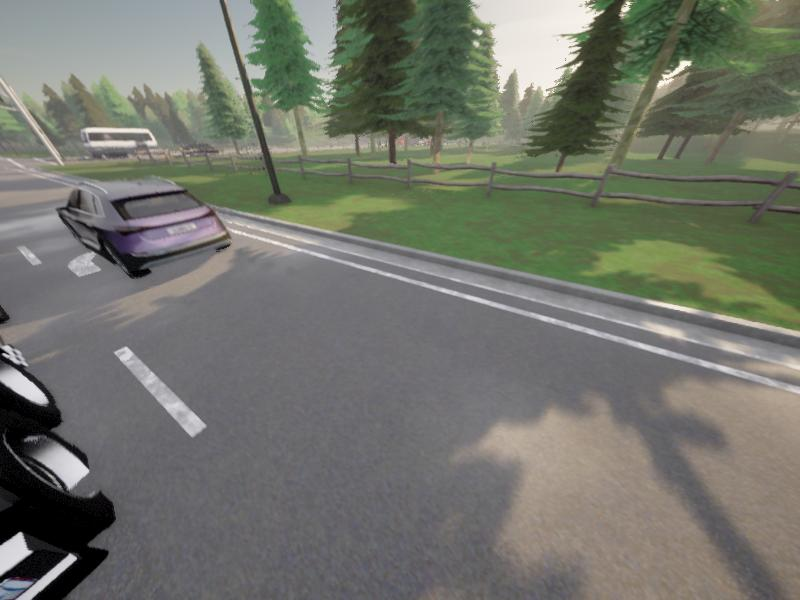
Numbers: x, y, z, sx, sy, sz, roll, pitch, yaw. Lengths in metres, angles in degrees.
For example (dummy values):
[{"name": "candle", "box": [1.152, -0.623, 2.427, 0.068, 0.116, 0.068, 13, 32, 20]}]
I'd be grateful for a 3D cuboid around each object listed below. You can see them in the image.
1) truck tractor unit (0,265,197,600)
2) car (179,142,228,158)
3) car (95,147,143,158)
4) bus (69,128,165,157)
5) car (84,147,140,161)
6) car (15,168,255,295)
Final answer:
[{"name": "truck tractor unit", "box": [-5.144, -0.279, 0.784, 6.516, 4.208, 3.053, 18, 40, 24]}, {"name": "car", "box": [-33.165, -25.468, 39.174, 2.150, 2.045, 5.566, 18, 39, 25]}, {"name": "car", "box": [-49.417, -26.132, 40.781, 1.837, 1.490, 4.892, 18, 39, 24]}, {"name": "bus", "box": [-54.055, -30.544, 44.762, 3.944, 4.253, 10.273, 18, 39, 24]}, {"name": "car", "box": [-43.899, -22.416, 35.377, 1.837, 1.490, 4.892, 17, 38, 24]}, {"name": "car", "box": [-6.155, -1.961, 5.439, 4.856, 1.649, 2.033, 18, 39, 25]}]
